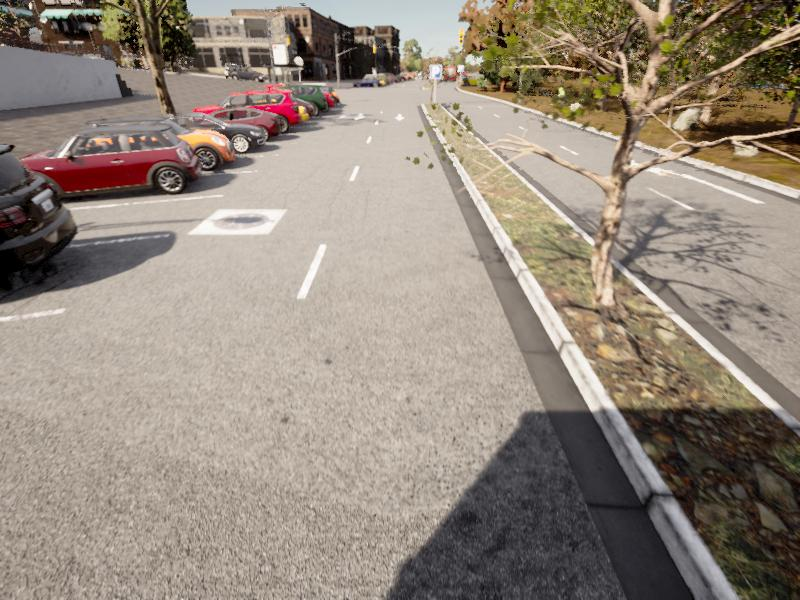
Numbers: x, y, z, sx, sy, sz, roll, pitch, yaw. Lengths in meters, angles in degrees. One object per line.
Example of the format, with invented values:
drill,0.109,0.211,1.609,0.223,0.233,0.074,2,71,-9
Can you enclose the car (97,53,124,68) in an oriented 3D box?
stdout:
car,-43.663,-36.109,60.448,1.946,1.575,5.366,-5,29,-20

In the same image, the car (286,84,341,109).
car,-7.949,-18.825,36.934,4.553,1.767,2.185,-11,32,-16

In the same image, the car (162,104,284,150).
car,-8.112,-8.187,18.748,4.792,1.488,2.163,-11,32,-17

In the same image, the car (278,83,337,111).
car,-7.920,-17.428,34.302,4.442,1.987,1.878,-11,31,-16

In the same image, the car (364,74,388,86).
car,-4.634,-42.489,77.306,4.442,1.987,1.878,-8,30,-12

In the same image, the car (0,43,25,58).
car,-58.711,-37.317,59.815,1.946,1.575,5.366,-5,29,-20

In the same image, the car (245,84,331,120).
car,-8.099,-14.422,29.025,5.566,2.045,2.435,-11,32,-17

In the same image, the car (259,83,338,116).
car,-8.031,-15.936,31.657,5.566,2.045,2.435,-11,31,-17

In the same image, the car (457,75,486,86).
car,13.278,-40.752,74.392,4.553,1.767,2.185,-6,31,-12

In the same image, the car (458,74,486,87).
car,12.899,-39.353,71.770,4.442,1.987,1.878,-7,31,-12

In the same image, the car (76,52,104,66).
car,-46.616,-36.236,60.205,2.002,1.452,4.674,-5,29,-20

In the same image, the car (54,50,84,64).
car,-49.632,-36.476,60.075,2.002,1.452,4.674,-5,29,-20

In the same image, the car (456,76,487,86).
car,13.810,-42.143,77.046,5.366,1.575,1.946,-6,31,-12

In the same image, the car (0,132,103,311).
car,-8.104,-0.923,5.614,5.566,2.045,2.435,-11,32,-17

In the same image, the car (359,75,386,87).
car,-5.095,-40.880,74.724,4.553,1.767,2.185,-8,30,-12

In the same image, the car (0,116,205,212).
car,-8.051,-3.836,10.891,4.553,1.767,2.185,-11,32,-17

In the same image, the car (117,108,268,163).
car,-8.092,-6.722,16.148,4.892,1.521,2.231,-11,31,-17

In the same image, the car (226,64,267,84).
car,-20.404,-30.133,53.411,4.605,1.855,1.932,5,28,-2

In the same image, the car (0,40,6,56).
car,-61.625,-37.671,59.382,2.435,2.045,5.566,-5,29,-21

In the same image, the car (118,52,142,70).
car,-40.525,-35.917,60.211,1.878,1.987,4.442,-5,29,-20

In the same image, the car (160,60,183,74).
car,-34.564,-35.269,60.632,2.231,1.521,4.892,-5,29,-20

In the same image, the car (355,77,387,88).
car,-5.184,-39.301,72.227,5.366,1.575,1.946,-8,30,-12

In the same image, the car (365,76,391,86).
car,-4.411,-43.777,79.994,4.892,1.521,2.231,-8,30,-11

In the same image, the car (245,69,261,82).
car,-22.531,-34.246,61.115,2.002,1.452,4.674,-5,29,-20

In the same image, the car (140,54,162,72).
car,-37.509,-35.668,60.327,1.878,1.987,4.442,-5,29,-20

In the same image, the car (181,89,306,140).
car,-8.116,-9.928,21.211,5.566,2.045,2.435,-11,32,-17

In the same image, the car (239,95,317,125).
car,-8.075,-12.676,26.573,4.674,1.452,2.002,-11,32,-17

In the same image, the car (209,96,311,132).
car,-8.260,-11.182,23.893,5.366,1.575,1.946,-11,32,-17

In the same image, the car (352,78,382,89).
car,-5.824,-37.767,69.656,4.792,1.488,2.163,-8,31,-13

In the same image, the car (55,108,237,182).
car,-8.116,-5.328,13.477,4.553,1.767,2.185,-11,31,-17

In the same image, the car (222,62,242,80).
car,-25.526,-34.760,60.883,2.435,2.045,5.566,-5,29,-20
